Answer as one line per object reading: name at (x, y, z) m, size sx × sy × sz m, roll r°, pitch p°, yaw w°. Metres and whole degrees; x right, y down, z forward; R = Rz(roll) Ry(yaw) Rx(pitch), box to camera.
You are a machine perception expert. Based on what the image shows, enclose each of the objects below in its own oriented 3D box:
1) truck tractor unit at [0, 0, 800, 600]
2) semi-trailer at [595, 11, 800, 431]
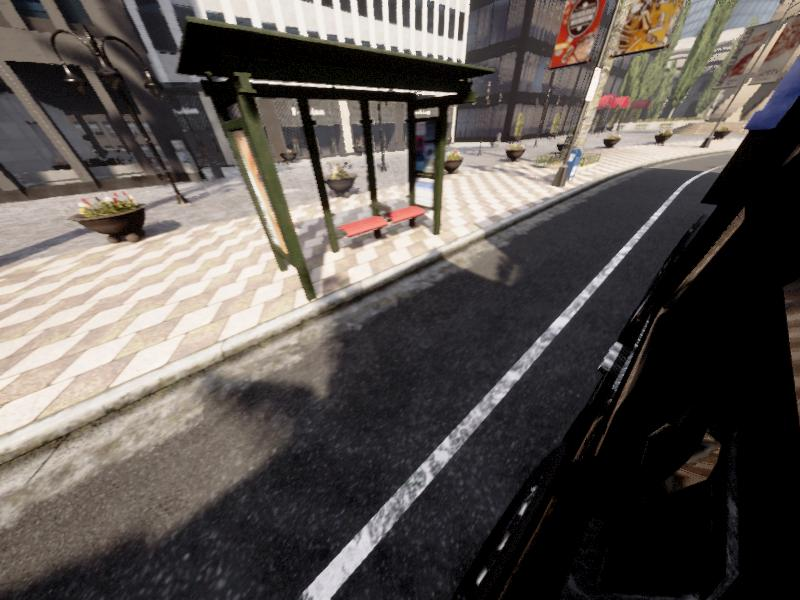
truck tractor unit at (2.645, -0.295, 0.351) m, size 6.516 × 4.208 × 3.053 m, roll -28°, pitch 44°, yaw -30°
semi-trailer at (8.888, -3.448, 4.061) m, size 14.254 × 4.402 × 2.717 m, roll -26°, pitch 42°, yaw -28°
